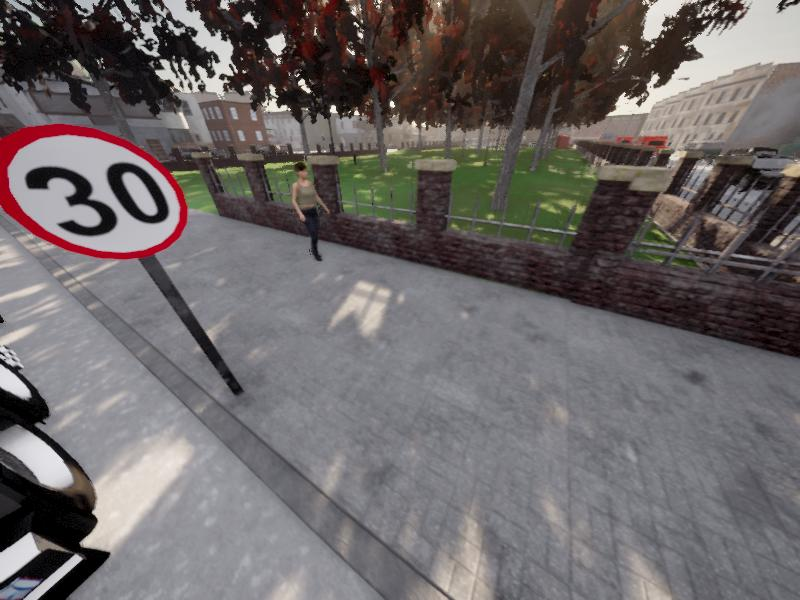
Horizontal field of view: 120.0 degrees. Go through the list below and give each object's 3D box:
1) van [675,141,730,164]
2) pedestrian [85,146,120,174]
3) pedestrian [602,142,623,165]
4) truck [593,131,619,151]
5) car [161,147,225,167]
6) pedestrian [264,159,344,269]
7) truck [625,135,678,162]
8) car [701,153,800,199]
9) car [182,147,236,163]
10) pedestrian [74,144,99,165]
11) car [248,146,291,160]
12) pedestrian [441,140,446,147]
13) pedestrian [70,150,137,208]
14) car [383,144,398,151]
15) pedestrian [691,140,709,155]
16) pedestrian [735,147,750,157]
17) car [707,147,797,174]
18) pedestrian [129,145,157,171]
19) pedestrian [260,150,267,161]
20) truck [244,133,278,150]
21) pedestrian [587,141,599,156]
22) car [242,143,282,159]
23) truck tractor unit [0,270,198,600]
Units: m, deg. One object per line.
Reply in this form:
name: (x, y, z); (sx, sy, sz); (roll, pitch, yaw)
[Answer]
van: (32.585, -16.103, 25.106); (1.775, 1.987, 4.442); (18, 39, 24)
pedestrian: (-23.403, -11.052, 18.215); (0.751, 1.860, 0.751); (17, 38, 23)
pedestrian: (20.174, -13.897, 21.932); (0.751, 1.860, 0.751); (18, 39, 25)
truck: (51.504, -40.034, 58.085); (2.891, 3.827, 8.468); (18, 39, 24)
car: (-23.397, -16.443, 26.386); (2.033, 1.649, 4.856); (17, 39, 23)
pedestrian: (-1.792, -1.683, 4.579); (0.751, 1.860, 0.751); (17, 39, 23)
truck: (30.069, -18.334, 27.928); (2.627, 2.467, 5.204); (18, 38, 25)
car: (18.581, -6.602, 11.977); (1.882, 1.535, 5.008); (18, 39, 25)
car: (-25.245, -19.426, 30.786); (2.128, 1.511, 4.902); (18, 39, 24)
pedestrian: (-34.151, -15.858, 25.192); (0.751, 1.860, 0.751); (19, 39, 25)
car: (-18.574, -21.191, 33.263); (2.128, 1.511, 4.902); (16, 38, 22)
pedestrian: (13.540, -48.665, 71.918); (0.751, 1.860, 0.751); (-24, 41, -30)
pedestrian: (-11.392, -4.671, 8.949); (0.751, 1.860, 0.751); (22, 41, 29)
car: (-2.512, -41.721, 63.002); (1.837, 1.490, 4.892); (18, 39, 24)
pedestrian: (43.853, -22.292, 33.787); (0.751, 1.860, 0.751); (28, 44, 34)
pedestrian: (45.262, -19.526, 30.556); (0.500, 1.100, 0.500); (15, 38, 21)
car: (27.974, -11.392, 18.692); (2.033, 1.649, 4.856); (18, 38, 25)
pedestrian: (-22.085, -12.233, 19.900); (0.751, 1.860, 0.751); (21, 40, 28)
pedestrian: (-17.256, -18.287, 29.218); (0.500, 1.100, 0.500); (-20, 39, -26)
truck: (-38.168, -43.436, 63.349); (8.468, 3.827, 2.891); (18, 39, 24)
pedestrian: (27.945, -21.966, 33.455); (0.751, 1.860, 0.751); (25, 42, 31)
car: (-21.245, -23.186, 35.830); (1.932, 1.855, 4.605); (20, 40, 27)
truck tractor unit: (-5.120, -0.292, 0.762); (6.516, 4.208, 3.053); (18, 39, 24)
